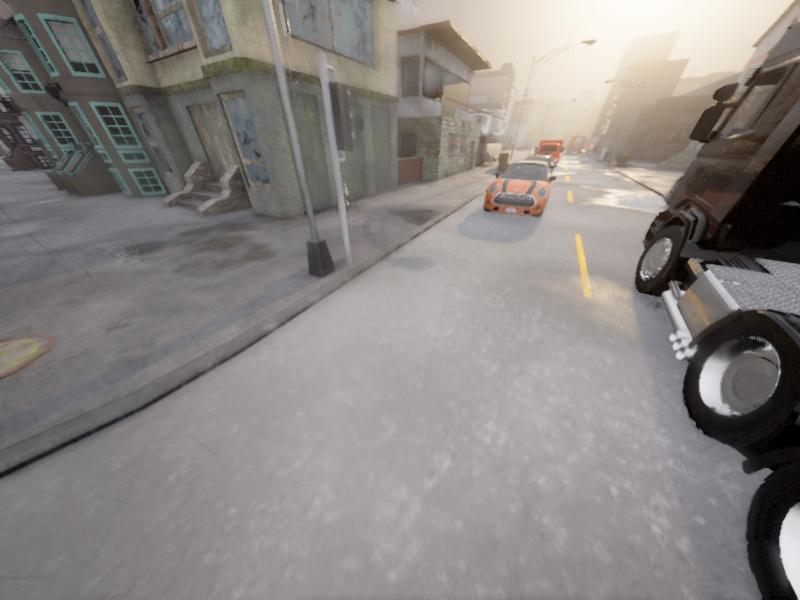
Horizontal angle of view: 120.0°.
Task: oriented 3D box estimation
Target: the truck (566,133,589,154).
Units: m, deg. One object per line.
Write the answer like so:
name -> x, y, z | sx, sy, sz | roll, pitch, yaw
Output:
truck -> 41.725, -36.966, 54.598 | 2.891, 3.827, 8.468 | 18, 38, 24

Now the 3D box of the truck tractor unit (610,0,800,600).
truck tractor unit -> 4.480, -0.676, 1.328 | 3.053, 4.208, 6.516 | 20, 40, 26

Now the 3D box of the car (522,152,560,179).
car -> 11.670, -11.141, 18.969 | 2.038, 1.542, 4.974 | 18, 38, 24

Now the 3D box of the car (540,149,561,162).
car -> 22.529, -21.710, 34.501 | 2.033, 1.411, 5.357 | 18, 39, 24

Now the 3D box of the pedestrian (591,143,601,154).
pedestrian -> 42.850, -33.112, 50.496 | 0.751, 1.860, 0.751 | -13, 36, -18

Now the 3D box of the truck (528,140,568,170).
truck -> 15.530, -15.305, 24.205 | 2.627, 2.467, 5.204 | 18, 39, 24

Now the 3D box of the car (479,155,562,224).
car -> 5.004, -4.723, 9.377 | 2.097, 1.767, 4.553 | 18, 38, 24

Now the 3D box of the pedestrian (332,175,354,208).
pedestrian -> -2.226, -4.261, 9.087 | 0.500, 1.100, 0.500 | 18, 38, 25

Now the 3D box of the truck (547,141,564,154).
truck -> 36.954, -36.267, 54.776 | 2.627, 2.467, 5.204 | 18, 38, 24

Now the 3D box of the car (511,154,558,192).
car -> 8.292, -7.868, 14.129 | 1.851, 1.617, 3.988 | 18, 38, 24
